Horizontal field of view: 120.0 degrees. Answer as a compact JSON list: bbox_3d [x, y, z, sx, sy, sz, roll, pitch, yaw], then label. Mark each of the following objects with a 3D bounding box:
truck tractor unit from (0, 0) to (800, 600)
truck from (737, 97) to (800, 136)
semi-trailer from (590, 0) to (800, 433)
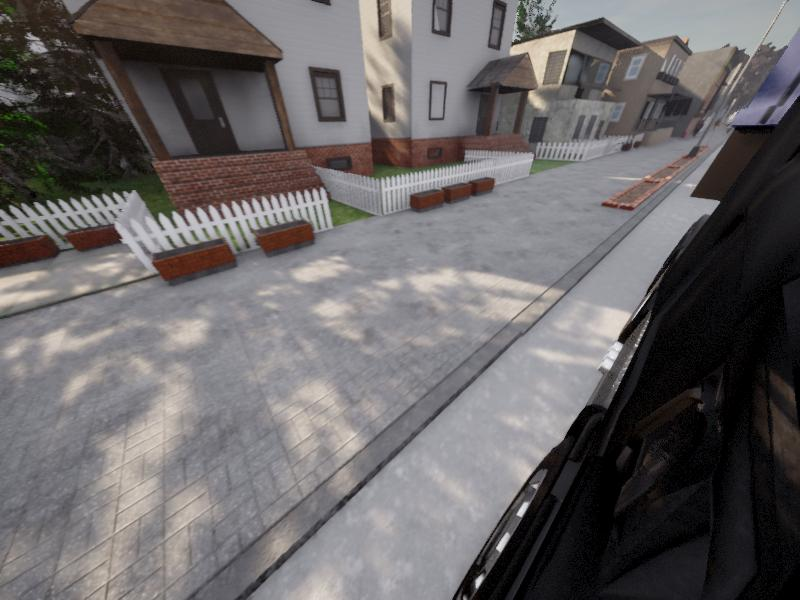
[{"bbox_3d":[2.645,-0.295,0.351,6.516,4.208,3.053,-28,44,-30],"label":"truck tractor unit"},{"bbox_3d":[51.576,-25.752,32.601,8.468,3.827,2.891,-28,44,-30],"label":"truck"},{"bbox_3d":[9.235,-3.139,3.667,14.254,4.402,2.717,-21,40,-24],"label":"semi-trailer"}]
